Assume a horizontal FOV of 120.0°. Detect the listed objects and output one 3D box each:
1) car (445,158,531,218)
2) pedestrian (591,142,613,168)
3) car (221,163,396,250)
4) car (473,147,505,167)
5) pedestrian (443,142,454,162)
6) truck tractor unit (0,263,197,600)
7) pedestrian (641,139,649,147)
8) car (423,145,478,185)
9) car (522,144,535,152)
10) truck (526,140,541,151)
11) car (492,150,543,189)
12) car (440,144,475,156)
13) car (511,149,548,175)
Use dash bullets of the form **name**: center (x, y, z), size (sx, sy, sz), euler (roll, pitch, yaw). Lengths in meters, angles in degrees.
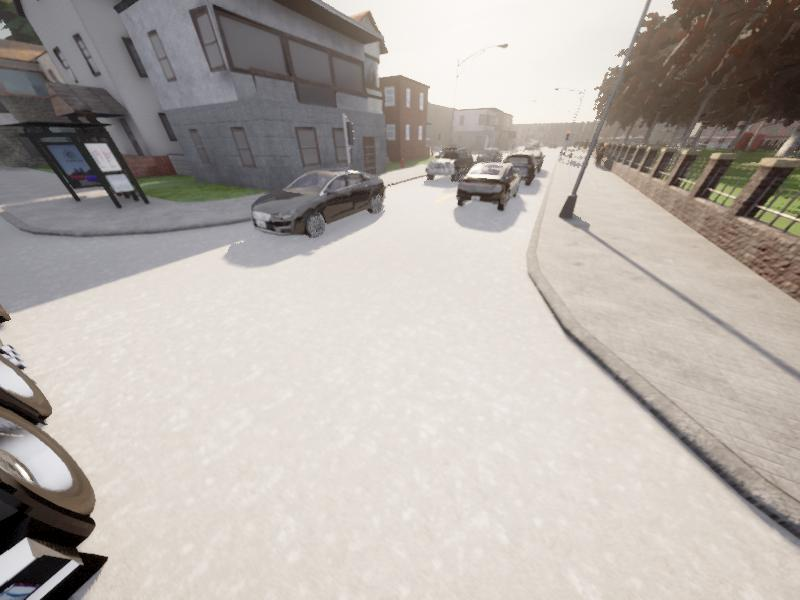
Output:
- **car**: center (3.894, -4.986, 9.805), size (2.128, 1.511, 4.902), euler (18, 39, 25)
- **pedestrian**: center (17.481, -12.568, 20.055), size (0.751, 1.860, 0.751), euler (18, 39, 24)
- **car**: center (-2.344, -3.381, 7.549), size (2.128, 1.511, 4.902), euler (19, 39, 25)
- **car**: center (9.286, -14.849, 23.938), size (1.837, 1.490, 4.892), euler (18, 39, 24)
- **pedestrian**: center (5.423, -16.422, 25.666), size (0.751, 1.860, 0.751), euler (19, 39, 25)
- **truck tractor unit**: center (-5.108, -0.304, 0.780), size (6.516, 4.208, 3.053), euler (18, 39, 24)
- **pedestrian**: center (70.299, -44.998, 66.209), size (0.751, 1.860, 0.751), euler (22, 41, 29)
- **car**: center (3.483, -9.190, 15.515), size (1.932, 1.855, 4.605), euler (19, 40, 25)
- **car**: center (28.923, -34.111, 51.868), size (1.812, 1.442, 4.674), euler (18, 39, 24)
- **truck**: center (34.807, -40.215, 60.011), size (2.390, 2.098, 6.274), euler (18, 39, 24)
- **car**: center (7.435, -8.319, 14.460), size (2.033, 1.649, 4.856), euler (17, 38, 23)
- **car**: center (9.306, -24.456, 37.615), size (4.856, 1.649, 2.033), euler (19, 39, 26)
- **car**: center (10.925, -11.658, 19.329), size (2.128, 1.511, 4.902), euler (16, 38, 22)
